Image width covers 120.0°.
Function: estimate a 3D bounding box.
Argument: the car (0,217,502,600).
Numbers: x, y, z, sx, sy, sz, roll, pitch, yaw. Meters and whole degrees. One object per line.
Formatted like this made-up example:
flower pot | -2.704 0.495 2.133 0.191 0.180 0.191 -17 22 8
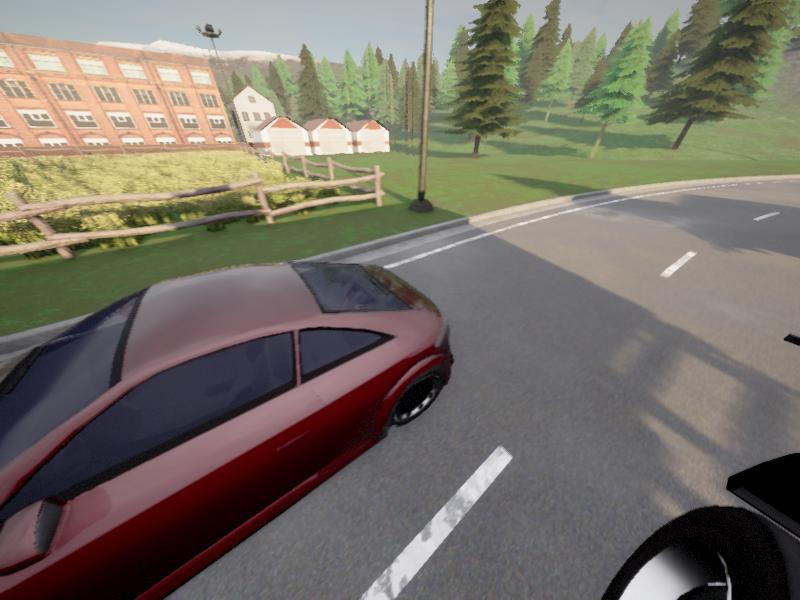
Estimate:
car | -1.517 0.625 1.828 4.181 1.385 1.994 -22 41 -28
